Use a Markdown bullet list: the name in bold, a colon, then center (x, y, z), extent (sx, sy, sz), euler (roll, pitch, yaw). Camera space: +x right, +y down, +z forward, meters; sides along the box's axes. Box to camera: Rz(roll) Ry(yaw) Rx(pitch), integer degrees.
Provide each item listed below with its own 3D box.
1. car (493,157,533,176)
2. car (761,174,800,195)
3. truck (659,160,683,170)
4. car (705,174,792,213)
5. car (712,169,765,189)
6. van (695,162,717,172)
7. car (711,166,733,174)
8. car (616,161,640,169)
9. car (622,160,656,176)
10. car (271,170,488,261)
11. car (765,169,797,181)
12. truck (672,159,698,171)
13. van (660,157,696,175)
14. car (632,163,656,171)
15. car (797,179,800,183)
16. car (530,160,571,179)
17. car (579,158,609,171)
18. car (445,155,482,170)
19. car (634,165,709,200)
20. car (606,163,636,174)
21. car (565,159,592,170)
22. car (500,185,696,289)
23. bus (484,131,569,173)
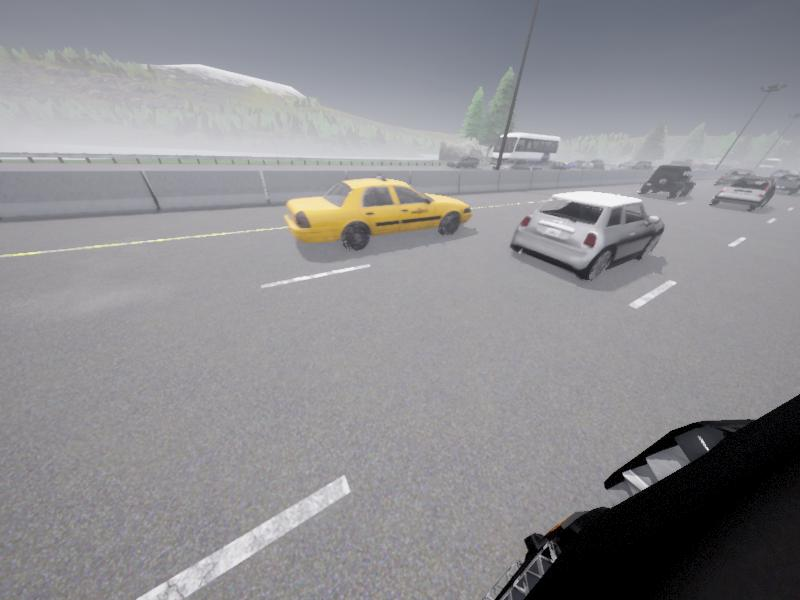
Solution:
- **car**: center (13.047, -15.431, 26.705), extent (3.988, 1.617, 1.851), euler (-16, 38, -26)
- **car**: center (36.388, -10.903, 21.715), extent (3.633, 1.501, 1.845), euler (-16, 38, -26)
- **truck**: center (77.229, -38.552, 65.901), extent (6.274, 2.098, 2.390), euler (-16, 38, -26)
- **car**: center (20.599, -6.397, 13.672), extent (3.988, 1.617, 1.851), euler (-16, 38, -26)
- **car**: center (37.610, -13.551, 25.669), extent (4.611, 1.667, 2.242), euler (-16, 38, -26)
- **van**: center (80.742, -35.053, 60.959), extent (4.480, 2.038, 2.069), euler (-16, 38, -26)
- **car**: center (80.097, -32.384, 57.430), extent (4.902, 1.511, 2.128), euler (-16, 38, -26)
- **car**: center (53.146, -31.424, 53.817), extent (4.974, 1.542, 2.038), euler (-16, 38, -26)
- **car**: center (36.215, -19.963, 35.017), extent (3.866, 1.878, 1.905), euler (-16, 38, -26)
- **car**: center (-0.309, -2.622, 6.434), extent (5.366, 1.575, 1.801), euler (-16, 38, -26)
- **car**: center (66.874, -21.949, 40.537), extent (4.856, 1.649, 2.033), euler (-16, 38, -26)
- **truck**: center (76.607, -36.284, 62.107), extent (5.204, 2.467, 2.627), euler (-16, 38, -26)
- **van**: center (50.902, -24.467, 42.280), extent (5.915, 2.561, 1.988), euler (-16, 38, -26)
- **car**: center (53.650, -29.212, 50.782), extent (4.718, 1.301, 1.895), euler (-16, 38, -26)
- **car**: center (67.222, -19.764, 37.369), extent (4.611, 1.667, 2.242), euler (-16, 38, -26)
- **car**: center (16.230, -14.081, 24.963), extent (3.705, 1.549, 1.789), euler (-16, 38, -26)
- **car**: center (34.153, -23.842, 40.718), extent (4.605, 1.855, 1.932), euler (-16, 38, -26)
- **car**: center (8.577, -18.592, 31.200), extent (4.514, 1.525, 2.007), euler (-16, 38, -26)
- **car**: center (18.786, -8.235, 16.045), extent (3.866, 1.878, 1.905), euler (-16, 38, -26)
- **car**: center (37.654, -22.371, 39.289), extent (4.718, 1.301, 1.895), euler (-16, 38, -26)
- **car**: center (34.060, -25.912, 44.142), extent (4.514, 1.525, 2.007), euler (-16, 38, -26)
- **car**: center (4.721, -1.784, 5.646), extent (3.806, 1.475, 1.970), euler (-16, 38, -26)
- **bus**: center (17.056, -19.829, 31.235), extent (10.273, 4.253, 3.944), euler (-16, 38, -26)
